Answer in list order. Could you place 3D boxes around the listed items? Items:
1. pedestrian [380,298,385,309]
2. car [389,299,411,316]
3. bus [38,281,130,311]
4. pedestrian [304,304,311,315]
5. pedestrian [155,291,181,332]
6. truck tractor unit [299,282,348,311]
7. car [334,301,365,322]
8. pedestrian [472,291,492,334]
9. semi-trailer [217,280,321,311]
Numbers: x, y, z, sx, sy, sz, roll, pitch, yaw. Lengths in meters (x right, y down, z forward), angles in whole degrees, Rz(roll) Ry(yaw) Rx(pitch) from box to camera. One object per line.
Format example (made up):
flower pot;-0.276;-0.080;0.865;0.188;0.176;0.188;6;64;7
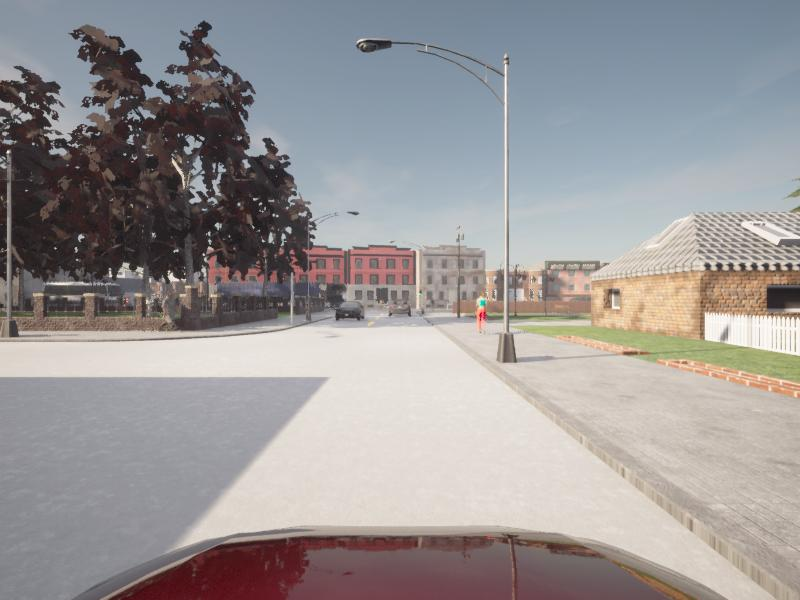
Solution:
pedestrian;-2.913;0.533;67.096;0.751;1.860;0.751;0;0;1
car;0.020;0.758;41.674;2.242;1.667;4.611;0;0;1
bus;-45.943;-0.532;58.492;10.273;4.253;3.944;0;0;0
pedestrian;-9.210;0.913;39.829;0.500;1.100;0.500;0;0;0
pedestrian;-10.664;0.534;18.426;0.751;1.860;0.751;0;0;1
truck tractor unit;-11.054;-0.517;58.377;6.516;4.208;3.053;0;0;0
car;-3.932;0.823;32.016;1.882;1.535;5.008;0;0;0
pedestrian;3.591;0.533;17.623;0.751;1.860;0.751;0;0;1
semi-trailer;-18.969;-0.619;58.377;14.254;4.402;2.717;0;0;0
